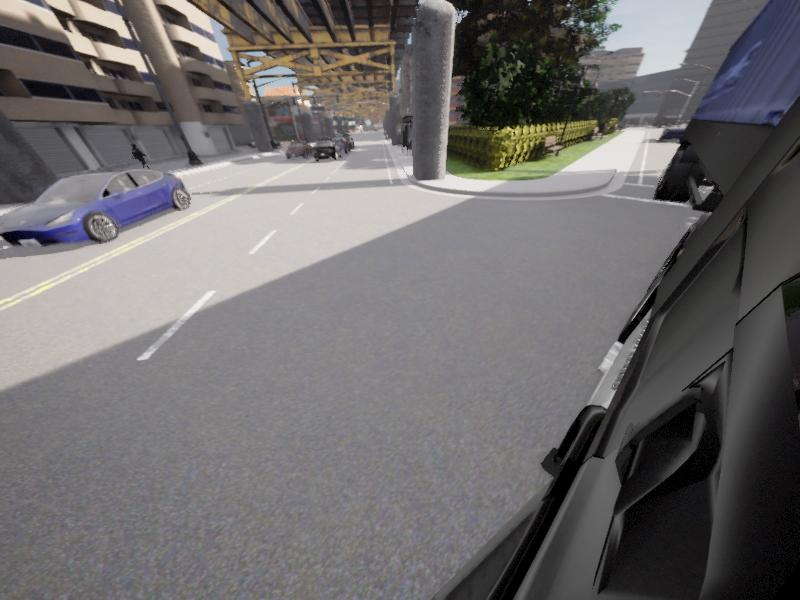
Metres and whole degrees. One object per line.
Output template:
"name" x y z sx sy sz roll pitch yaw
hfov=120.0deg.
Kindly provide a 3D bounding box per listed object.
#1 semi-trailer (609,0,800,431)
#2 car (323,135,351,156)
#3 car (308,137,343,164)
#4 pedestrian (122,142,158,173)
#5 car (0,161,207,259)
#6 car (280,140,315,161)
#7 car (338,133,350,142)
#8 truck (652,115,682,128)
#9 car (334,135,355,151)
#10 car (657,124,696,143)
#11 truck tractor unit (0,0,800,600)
"semi-trailer" 8.165 -3.921 4.689 2.717 4.402 14.254 28 46 34
"car" -7.180 -18.095 26.968 2.152 1.651 5.027 -4 37 -2
"car" -6.693 -13.920 21.336 1.930 1.638 5.238 -4 37 -2
"pedestrian" -19.473 -10.675 17.342 0.751 1.860 0.751 -4 37 -2
"car" -8.895 -3.076 7.104 2.163 1.488 4.792 -4 37 -2
"car" -10.417 -15.534 23.897 1.812 1.442 4.674 -4 37 -2
"car" -13.289 -39.153 55.513 1.930 1.638 5.238 -4 37 -2
"truck" 57.696 -38.768 50.140 2.390 2.098 6.274 17 41 24
"car" -7.715 -22.275 32.671 2.038 1.542 4.974 -4 37 -2
"car" 27.462 -16.658 23.105 1.895 1.301 4.718 26 45 33
"truck tractor unit" 2.645 -0.295 0.351 6.516 4.208 3.053 -28 44 -30
